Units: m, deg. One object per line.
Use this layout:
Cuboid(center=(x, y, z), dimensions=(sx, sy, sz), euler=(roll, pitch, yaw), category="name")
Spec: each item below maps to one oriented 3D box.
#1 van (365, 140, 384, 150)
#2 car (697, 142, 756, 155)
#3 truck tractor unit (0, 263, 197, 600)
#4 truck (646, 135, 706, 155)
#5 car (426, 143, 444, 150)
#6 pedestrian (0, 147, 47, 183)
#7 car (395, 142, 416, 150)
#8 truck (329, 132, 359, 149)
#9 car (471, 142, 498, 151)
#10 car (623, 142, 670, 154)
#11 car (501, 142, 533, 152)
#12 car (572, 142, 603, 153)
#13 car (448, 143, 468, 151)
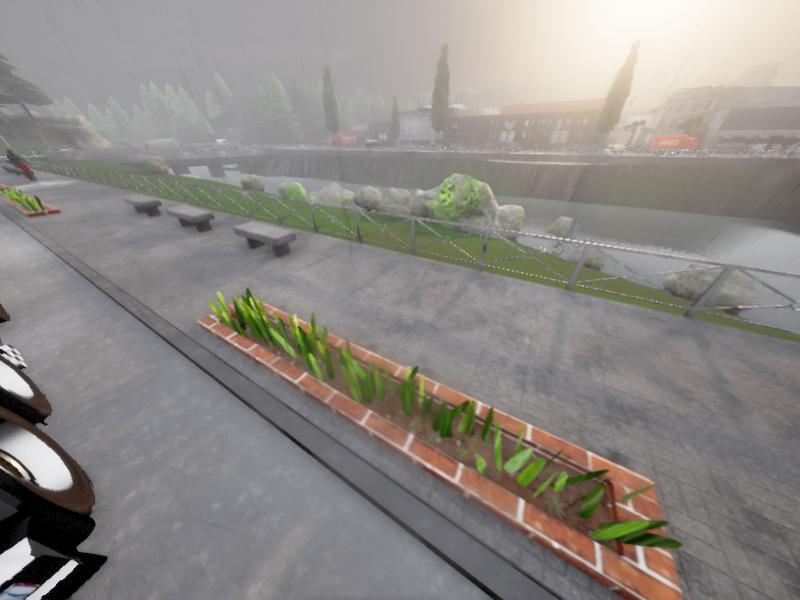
Cuboid(center=(-6.794, -40.775, 60.707), dimensions=(4.480, 2.038, 2.069), euler=(18, 39, 24), category="van")
Cuboid(center=(51.740, -24.235, 36.822), dimensions=(4.856, 1.649, 2.033), euler=(18, 39, 25), category="car")
Cuboid(center=(-5.107, -0.306, 0.778), dimensions=(6.516, 4.208, 3.053), euler=(19, 39, 24), category="truck tractor unit")
Cuboid(center=(43.593, -24.671, 36.788), dimensions=(5.204, 2.467, 2.627), euler=(18, 39, 25), category="truck")
Cuboid(center=(8.610, -38.189, 57.347), dimensions=(3.806, 1.475, 1.970), euler=(18, 39, 24), category="car")
Cuboid(center=(-23.480, -8.349, 14.320), dimensions=(0.751, 1.860, 0.751), euler=(10, 36, 14), category="pedestrian")
Cuboid(center=(1.520, -40.438, 60.751), dimensions=(5.027, 1.651, 2.152), euler=(18, 39, 24), category="car")
Cuboid(center=(-16.585, -47.323, 68.595), dimensions=(8.468, 3.827, 2.891), euler=(18, 39, 24), category="truck")
Cuboid(center=(19.164, -34.839, 52.307), dimensions=(5.238, 1.638, 1.930), euler=(17, 39, 25), category="car")
Cuboid(center=(43.341, -26.946, 40.774), dimensions=(5.238, 1.638, 1.930), euler=(19, 39, 25), category="car")
Cuboid(center=(23.545, -30.878, 46.590), dimensions=(5.238, 1.638, 1.930), euler=(19, 39, 25), category="car")
Cuboid(center=(33.714, -27.572, 41.789), dimensions=(3.988, 1.617, 1.851), euler=(19, 39, 25), category="car")
Cuboid(center=(12.974, -34.230, 51.635), dimensions=(3.806, 1.475, 1.970), euler=(19, 39, 25), category="car")
